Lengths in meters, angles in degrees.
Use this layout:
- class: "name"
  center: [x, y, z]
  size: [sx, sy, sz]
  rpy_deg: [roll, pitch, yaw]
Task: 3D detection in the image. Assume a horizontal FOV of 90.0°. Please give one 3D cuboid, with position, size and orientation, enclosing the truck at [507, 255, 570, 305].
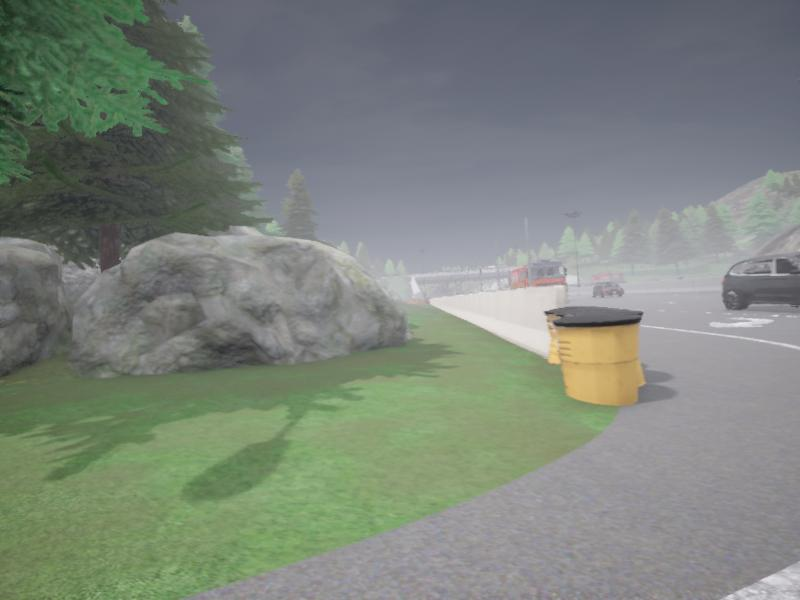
- class: "truck"
  center: [12.465, -1.637, 36.971]
  size: [2.891, 3.827, 8.468]
  rpy_deg: [-4, 0, 3]

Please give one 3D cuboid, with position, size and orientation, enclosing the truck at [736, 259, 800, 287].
- class: "truck"
  center: [33.408, -2.366, 35.257]
  size: [2.390, 2.098, 6.274]
  rpy_deg: [-4, 0, 2]

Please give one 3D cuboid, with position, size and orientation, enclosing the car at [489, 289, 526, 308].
- class: "car"
  center: [8.934, -0.108, 33.608]
  size: [1.895, 1.301, 4.718]
  rpy_deg: [-4, 0, 2]

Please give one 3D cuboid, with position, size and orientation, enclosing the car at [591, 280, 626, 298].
- class: "car"
  center: [19.073, -0.961, 36.774]
  size: [1.816, 1.474, 4.193]
  rpy_deg: [-4, 0, 13]

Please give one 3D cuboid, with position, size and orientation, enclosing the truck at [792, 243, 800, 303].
- class: "truck"
  center: [14.986, -1.023, 10.938]
  size: [2.390, 2.098, 6.274]
  rpy_deg: [-4, 0, 2]

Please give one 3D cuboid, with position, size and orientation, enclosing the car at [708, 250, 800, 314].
- class: "car"
  center: [11.518, -0.545, 11.202]
  size: [2.242, 1.667, 4.611]
  rpy_deg: [-4, 0, 2]

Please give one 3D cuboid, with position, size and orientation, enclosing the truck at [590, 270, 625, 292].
- class: "truck"
  center: [42.156, -3.793, 81.657]
  size: [2.891, 3.827, 8.468]
  rpy_deg: [-4, 0, 2]
